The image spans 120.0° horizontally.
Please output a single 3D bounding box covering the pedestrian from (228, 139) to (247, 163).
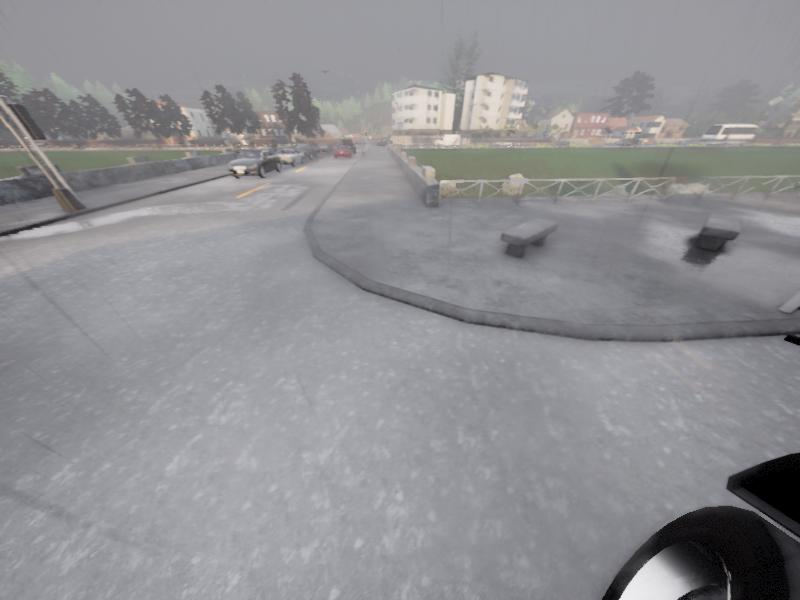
[{"bbox_3d":[-15.801,-14.519,22.509,0.751,1.860,0.751,-3,36,-4],"label":"pedestrian"}]

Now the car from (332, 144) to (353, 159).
[{"bbox_3d":[-7.085,-18.450,28.651,1.994,1.385,4.181,-4,36,-5],"label":"car"}]

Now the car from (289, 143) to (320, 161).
[{"bbox_3d":[-10.945,-17.238,26.851,1.837,1.490,4.892,-3,36,-4],"label":"car"}]

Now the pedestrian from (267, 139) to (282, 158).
[{"bbox_3d":[-14.880,-17.986,27.379,0.751,1.860,0.751,5,36,7],"label":"pedestrian"}]

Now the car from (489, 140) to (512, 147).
[{"bbox_3d":[24.360,-37.993,56.086,4.718,1.301,1.895,-3,36,-4],"label":"car"}]

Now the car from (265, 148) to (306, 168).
[{"bbox_3d":[-10.407,-13.258,21.427,1.895,1.301,4.718,-3,36,-4],"label":"car"}]

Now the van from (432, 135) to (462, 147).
[{"bbox_3d":[11.105,-37.828,54.920,6.366,2.431,2.351,-3,36,-3],"label":"van"}]

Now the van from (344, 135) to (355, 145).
[{"bbox_3d":[-15.208,-48.590,70.134,2.351,2.431,6.366,-3,36,-4],"label":"van"}]

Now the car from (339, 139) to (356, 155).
[{"bbox_3d":[-7.670,-22.789,34.302,1.905,1.878,3.866,-3,36,-4],"label":"car"}]

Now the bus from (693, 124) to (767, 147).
[{"bbox_3d":[78.965,-39.533,55.521,10.273,4.253,3.944,-3,36,-4],"label":"bus"}]

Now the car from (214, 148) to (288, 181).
[{"bbox_3d":[-9.761,-9.337,15.728,2.128,1.511,4.902,-2,35,-3],"label":"car"}]

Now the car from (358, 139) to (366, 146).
[{"bbox_3d":[-10.701,-44.935,65.799,1.970,1.475,3.806,-3,36,-4],"label":"car"}]

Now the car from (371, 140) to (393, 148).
[{"bbox_3d":[-4.191,-36.598,54.046,4.892,1.490,1.837,-5,36,-7],"label":"car"}]

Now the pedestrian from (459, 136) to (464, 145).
[{"bbox_3d":[16.017,-41.437,60.070,0.751,1.860,0.751,0,35,0],"label":"pedestrian"}]

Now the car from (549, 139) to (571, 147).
[{"bbox_3d":[39.476,-38.784,56.994,3.806,1.475,1.970,-3,36,-4],"label":"car"}]

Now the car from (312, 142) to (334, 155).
[{"bbox_3d":[-11.866,-23.715,36.046,2.033,1.411,5.357,-3,35,-4],"label":"car"}]

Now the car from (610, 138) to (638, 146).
[{"bbox_3d":[56.160,-39.644,58.002,4.856,1.649,2.033,-3,36,-4],"label":"car"}]

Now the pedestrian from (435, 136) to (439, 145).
[{"bbox_3d":[9.477,-41.205,59.740,0.751,1.860,0.751,-3,36,-4],"label":"pedestrian"}]
